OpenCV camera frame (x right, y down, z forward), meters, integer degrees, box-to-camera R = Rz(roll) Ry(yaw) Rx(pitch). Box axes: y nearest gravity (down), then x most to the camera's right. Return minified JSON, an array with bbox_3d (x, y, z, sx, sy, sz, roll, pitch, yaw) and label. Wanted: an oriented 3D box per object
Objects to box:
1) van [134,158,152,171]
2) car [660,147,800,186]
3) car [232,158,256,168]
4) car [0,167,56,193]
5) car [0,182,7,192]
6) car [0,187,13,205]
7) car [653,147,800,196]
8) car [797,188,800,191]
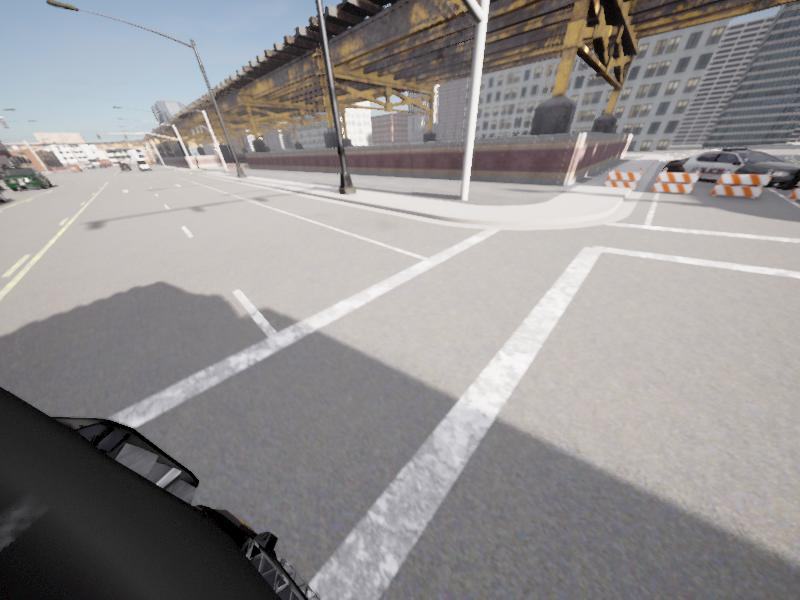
[{"bbox_3d":[-63.602,-33.470,57.112,5.915,2.561,1.988,27,44,37],"label":"van"},{"bbox_3d":[15.651,-6.362,10.795,1.853,1.218,4.536,-3,33,0],"label":"car"},{"bbox_3d":[-34.604,-30.574,51.485,2.038,1.542,4.974,-3,33,0],"label":"car"},{"bbox_3d":[-39.611,-12.868,24.538,5.566,2.045,2.150,27,43,37],"label":"car"},{"bbox_3d":[-42.816,-11.695,23.217,4.553,1.767,2.097,27,44,37],"label":"car"},{"bbox_3d":[-28.268,-6.842,15.065,4.892,1.490,1.837,27,44,37],"label":"car"},{"bbox_3d":[15.659,-6.202,10.838,2.038,1.542,4.974,-3,33,0],"label":"car"},{"bbox_3d":[18.940,-4.533,8.066,4.974,1.542,2.038,3,34,8],"label":"car"}]
